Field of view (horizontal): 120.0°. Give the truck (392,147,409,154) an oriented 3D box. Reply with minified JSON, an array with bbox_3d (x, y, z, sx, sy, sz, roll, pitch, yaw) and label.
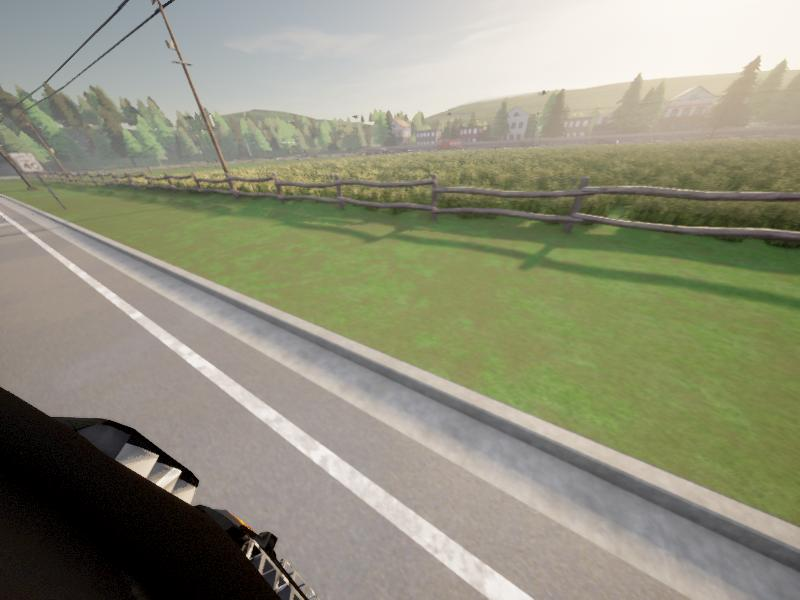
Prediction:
[{"bbox_3d":[0.141,-57.726,89.155,6.274,2.098,2.390,16,38,26],"label":"truck"}]

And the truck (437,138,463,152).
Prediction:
[{"bbox_3d":[17.787,-55.584,83.004,8.468,3.827,2.891,16,38,26],"label":"truck"}]

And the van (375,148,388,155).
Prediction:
[{"bbox_3d":[-7.336,-57.616,89.624,4.480,2.038,2.069,16,38,26],"label":"van"}]

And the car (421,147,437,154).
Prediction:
[{"bbox_3d":[9.716,-50.245,77.648,4.611,1.667,2.242,16,38,26],"label":"car"}]
